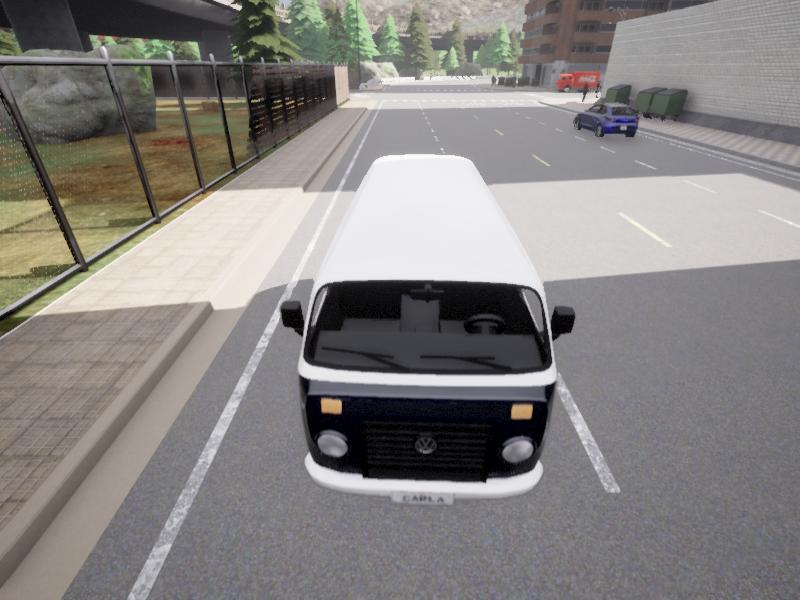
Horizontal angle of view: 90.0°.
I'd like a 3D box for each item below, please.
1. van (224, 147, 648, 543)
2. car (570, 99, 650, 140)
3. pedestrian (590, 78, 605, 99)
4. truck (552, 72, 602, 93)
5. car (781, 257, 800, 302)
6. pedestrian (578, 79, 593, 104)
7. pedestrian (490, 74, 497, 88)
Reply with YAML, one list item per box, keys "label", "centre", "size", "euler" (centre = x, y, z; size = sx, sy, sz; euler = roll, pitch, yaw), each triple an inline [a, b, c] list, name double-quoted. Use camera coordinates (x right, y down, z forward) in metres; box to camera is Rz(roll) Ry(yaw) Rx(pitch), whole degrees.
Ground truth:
- label: "van"
  centre: [0.243, -0.231, 4.406]
  size: [2.069, 2.038, 4.480]
  euler: [1, 30, 2]
- label: "car"
  centre: [10.518, -9.305, 20.492]
  size: [1.816, 1.474, 4.193]
  euler: [0, 30, 0]
- label: "pedestrian"
  centre: [20.195, -21.574, 40.883]
  size: [0.751, 1.860, 0.751]
  euler: [2, 30, 4]
- label: "truck"
  centre: [23.823, -29.467, 54.144]
  size: [5.204, 2.467, 2.627]
  euler: [0, 30, 0]
- label: "car"
  centre: [7.093, 0.371, 3.352]
  size: [2.150, 2.045, 5.566]
  euler: [-1, 30, -1]
- label: "pedestrian"
  centre: [16.444, -18.489, 35.490]
  size: [0.751, 1.860, 0.751]
  euler: [10, 32, 16]
- label: "pedestrian"
  centre: [14.458, -34.013, 62.077]
  size: [0.751, 1.860, 0.751]
  euler: [1, 30, 1]
